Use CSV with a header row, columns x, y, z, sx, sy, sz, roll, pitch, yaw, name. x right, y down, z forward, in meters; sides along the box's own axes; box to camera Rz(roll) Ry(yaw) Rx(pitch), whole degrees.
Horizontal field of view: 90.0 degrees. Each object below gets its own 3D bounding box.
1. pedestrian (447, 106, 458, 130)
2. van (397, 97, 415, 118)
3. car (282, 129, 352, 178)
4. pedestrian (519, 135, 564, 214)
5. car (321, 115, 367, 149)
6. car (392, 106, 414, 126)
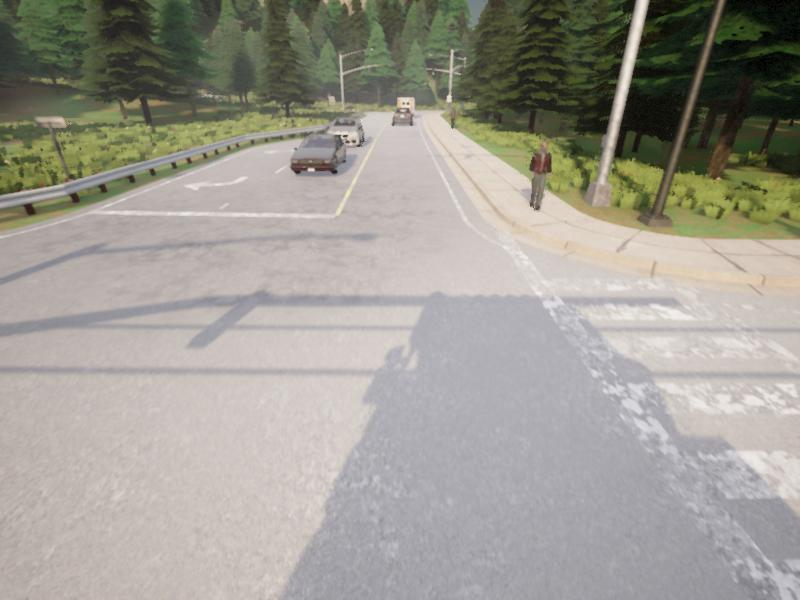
x,y,z,sx,sy,sz,roll,pitch,yaw,name
4.576,-15.791,34.682,0.751,1.860,0.751,7,28,12,pedestrian
0.939,-27.331,56.720,2.351,2.431,6.366,1,27,3,van
-3.500,-6.696,17.963,2.033,1.411,5.357,0,27,0,car
3.695,-3.316,10.580,0.751,1.860,0.751,5,28,9,pedestrian
-3.485,-10.873,25.733,2.242,1.667,4.611,0,27,0,car
0.327,-19.979,43.341,2.242,1.667,4.611,1,28,2,car
